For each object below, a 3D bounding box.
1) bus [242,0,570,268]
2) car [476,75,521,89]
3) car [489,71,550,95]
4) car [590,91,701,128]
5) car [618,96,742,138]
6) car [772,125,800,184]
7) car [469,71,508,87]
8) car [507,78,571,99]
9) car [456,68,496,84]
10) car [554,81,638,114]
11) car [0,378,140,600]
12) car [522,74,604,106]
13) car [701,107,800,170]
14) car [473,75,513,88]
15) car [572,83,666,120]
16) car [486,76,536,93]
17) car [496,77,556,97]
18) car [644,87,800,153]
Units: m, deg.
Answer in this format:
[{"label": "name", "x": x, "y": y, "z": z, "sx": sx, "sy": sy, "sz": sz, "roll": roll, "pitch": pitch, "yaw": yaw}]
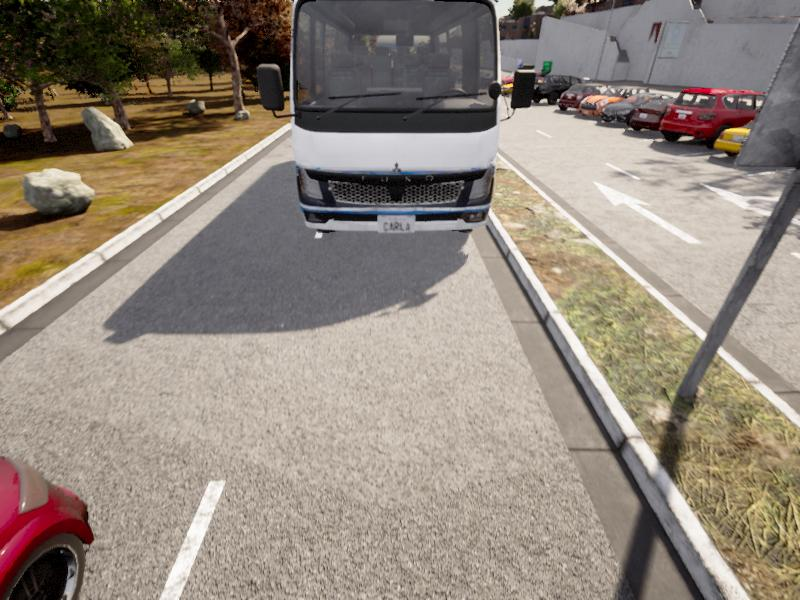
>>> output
[{"label": "bus", "x": -0.050, "y": -5.009, "z": 9.967, "sx": 3.944, "sy": 4.253, "sz": 10.273, "roll": 0, "pitch": 31, "yaw": -1}, {"label": "car", "x": 12.291, "y": -27.290, "z": 50.075, "sx": 5.008, "sy": 1.535, "sz": 2.097, "roll": -11, "pitch": 32, "yaw": -19}, {"label": "car", "x": 12.542, "y": -22.911, "z": 42.189, "sx": 5.566, "sy": 2.045, "sz": 2.435, "roll": -11, "pitch": 33, "yaw": -19}, {"label": "car", "x": 13.268, "y": -10.395, "z": 21.731, "sx": 4.892, "sy": 1.521, "sz": 2.231, "roll": -11, "pitch": 33, "yaw": -19}, {"label": "car", "x": 13.372, "y": -8.833, "z": 19.190, "sx": 4.792, "sy": 1.488, "sz": 2.163, "roll": -11, "pitch": 33, "yaw": -19}, {"label": "car", "x": 13.592, "y": -4.169, "z": 11.472, "sx": 4.674, "sy": 1.452, "sz": 2.002, "roll": -11, "pitch": 33, "yaw": -19}, {"label": "car", "x": 12.156, "y": -30.465, "z": 55.179, "sx": 4.553, "sy": 1.767, "sz": 2.185, "roll": -11, "pitch": 33, "yaw": -19}, {"label": "car", "x": 12.907, "y": -19.676, "z": 37.236, "sx": 5.366, "sy": 1.575, "sz": 1.946, "roll": -10, "pitch": 32, "yaw": -19}, {"label": "car", "x": 11.890, "y": -35.197, "z": 62.845, "sx": 5.566, "sy": 2.045, "sz": 2.435, "roll": -11, "pitch": 33, "yaw": -19}, {"label": "car", "x": 13.057, "y": -13.591, "z": 26.802, "sx": 4.553, "sy": 1.767, "sz": 2.185, "roll": -11, "pitch": 33, "yaw": -19}, {"label": "car", "x": -2.925, "y": 2.129, "z": 0.876, "sx": 1.994, "sy": 1.385, "sz": 4.181, "roll": 0, "pitch": 31, "yaw": -1}, {"label": "car", "x": 12.939, "y": -16.793, "z": 31.908, "sx": 5.566, "sy": 2.045, "sz": 2.435, "roll": -11, "pitch": 32, "yaw": -19}, {"label": "car", "x": 13.690, "y": -5.789, "z": 14.082, "sx": 5.366, "sy": 1.575, "sz": 1.946, "roll": -11, "pitch": 33, "yaw": -19}, {"label": "car", "x": 12.213, "y": -28.785, "z": 52.676, "sx": 4.674, "sy": 1.452, "sz": 2.002, "roll": -10, "pitch": 33, "yaw": -19}, {"label": "car", "x": 13.207, "y": -12.054, "z": 24.245, "sx": 4.553, "sy": 1.767, "sz": 2.185, "roll": -11, "pitch": 33, "yaw": -19}, {"label": "car", "x": 12.447, "y": -24.201, "z": 44.914, "sx": 4.792, "sy": 1.488, "sz": 2.163, "roll": -11, "pitch": 33, "yaw": -19}, {"label": "car", "x": 12.476, "y": -21.142, "z": 39.686, "sx": 5.366, "sy": 1.575, "sz": 1.946, "roll": -10, "pitch": 33, "yaw": -19}, {"label": "car", "x": 13.464, "y": -7.524, "z": 16.474, "sx": 5.566, "sy": 2.045, "sz": 2.435, "roll": -11, "pitch": 33, "yaw": -19}]
